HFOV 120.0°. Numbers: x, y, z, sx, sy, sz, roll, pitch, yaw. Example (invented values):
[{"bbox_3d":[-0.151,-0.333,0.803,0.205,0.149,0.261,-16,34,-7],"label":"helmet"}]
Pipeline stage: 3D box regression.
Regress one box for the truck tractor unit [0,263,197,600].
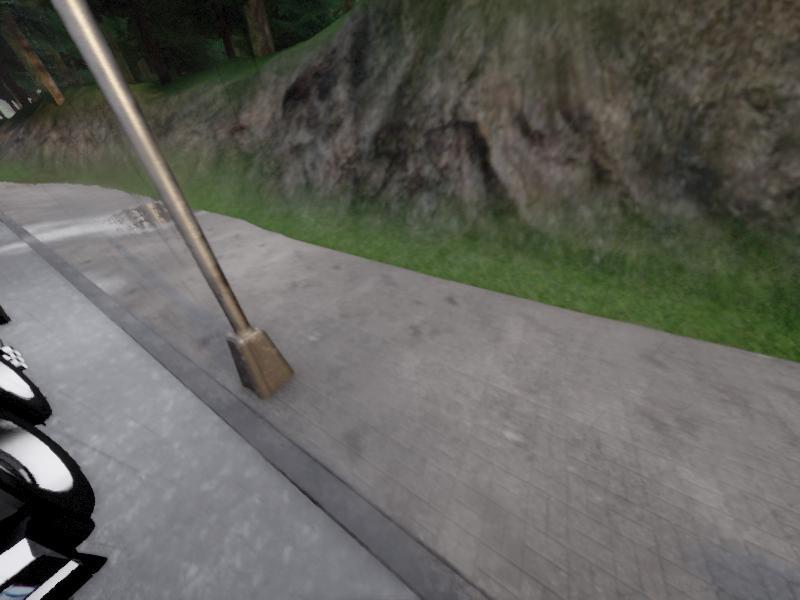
[{"bbox_3d":[-5.112,-0.298,0.790,6.516,4.208,3.053,18,39,24],"label":"truck tractor unit"}]
